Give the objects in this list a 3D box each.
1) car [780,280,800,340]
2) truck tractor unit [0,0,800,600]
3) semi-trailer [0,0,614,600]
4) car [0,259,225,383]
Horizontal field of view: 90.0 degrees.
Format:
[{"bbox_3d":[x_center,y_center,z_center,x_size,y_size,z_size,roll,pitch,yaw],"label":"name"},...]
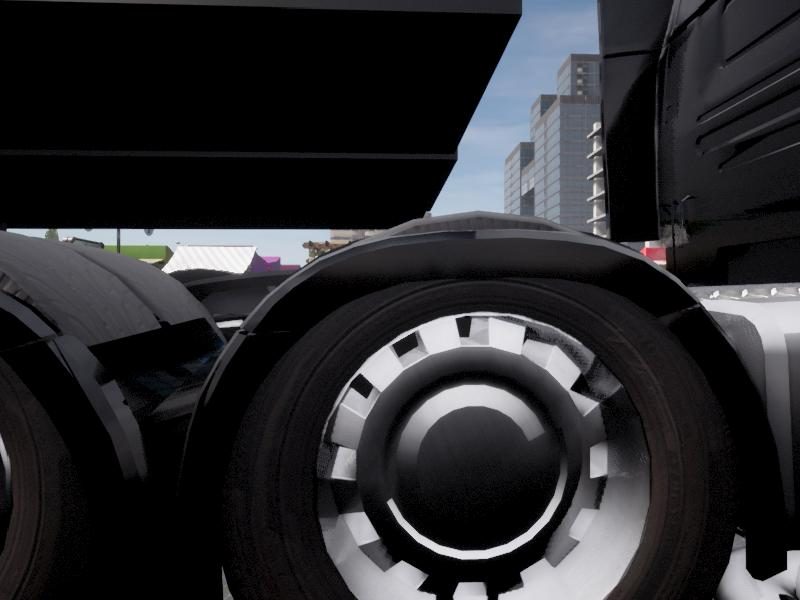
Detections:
[{"bbox_3d":[11.993,0.254,9.552,4.193,1.474,1.816,0,0,-2],"label":"car"},{"bbox_3d":[1.105,-1.116,2.104,6.516,4.208,3.053,0,0,-3],"label":"truck tractor unit"},{"bbox_3d":[-6.800,-1.218,1.762,14.254,4.402,2.717,0,0,-2],"label":"semi-trailer"},{"bbox_3d":[-5.387,0.251,5.810,4.792,1.488,2.163,0,0,-6],"label":"car"}]
